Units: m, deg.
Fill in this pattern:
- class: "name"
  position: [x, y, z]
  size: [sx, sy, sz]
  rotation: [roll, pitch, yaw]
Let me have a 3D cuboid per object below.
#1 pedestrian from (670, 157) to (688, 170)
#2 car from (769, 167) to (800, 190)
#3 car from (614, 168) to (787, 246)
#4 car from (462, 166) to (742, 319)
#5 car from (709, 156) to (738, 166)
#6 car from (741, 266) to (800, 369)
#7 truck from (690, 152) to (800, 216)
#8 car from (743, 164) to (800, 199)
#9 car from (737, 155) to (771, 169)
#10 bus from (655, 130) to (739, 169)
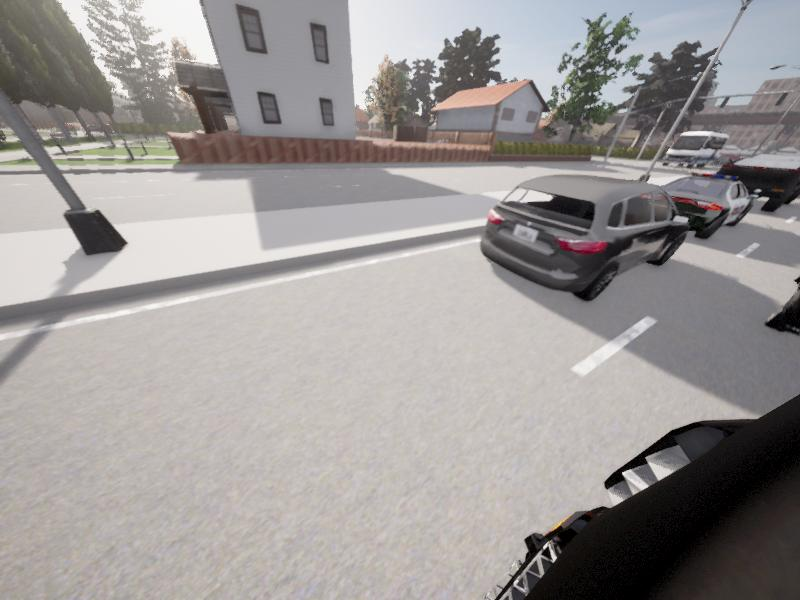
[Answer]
- class: "pedestrian"
  position: [34.698, -16.985, 28.745]
  size: [0.751, 1.300, 0.751]
  rotation: [-14, 39, -22]
- class: "car"
  position: [32.011, -9.736, 18.418]
  size: [4.718, 1.301, 1.895]
  rotation: [-16, 40, -25]
- class: "car"
  position: [9.838, -3.277, 7.590]
  size: [4.974, 1.542, 2.038]
  rotation: [-16, 40, -25]
- class: "car"
  position: [3.923, -1.584, 4.678]
  size: [4.611, 1.667, 2.242]
  rotation: [-17, 40, -25]
- class: "car"
  position: [59.472, -25.554, 42.480]
  size: [4.181, 1.385, 1.994]
  rotation: [-16, 40, -25]
- class: "car"
  position: [7.155, -0.056, 3.081]
  size: [4.718, 1.301, 1.895]
  rotation: [-17, 40, -25]
- class: "truck"
  position: [17.458, -5.757, 11.118]
  size: [6.274, 2.098, 2.390]
  rotation: [-16, 40, -25]
- class: "car"
  position: [25.093, -7.785, 14.989]
  size: [4.974, 1.542, 2.038]
  rotation: [-16, 40, -25]
- class: "car"
  position: [61.303, -23.921, 39.973]
  size: [4.553, 1.767, 2.097]
  rotation: [-16, 40, -25]
- class: "bus"
  position: [43.168, -21.801, 33.600]
  size: [10.273, 4.253, 3.944]
  rotation: [-16, 40, -25]
